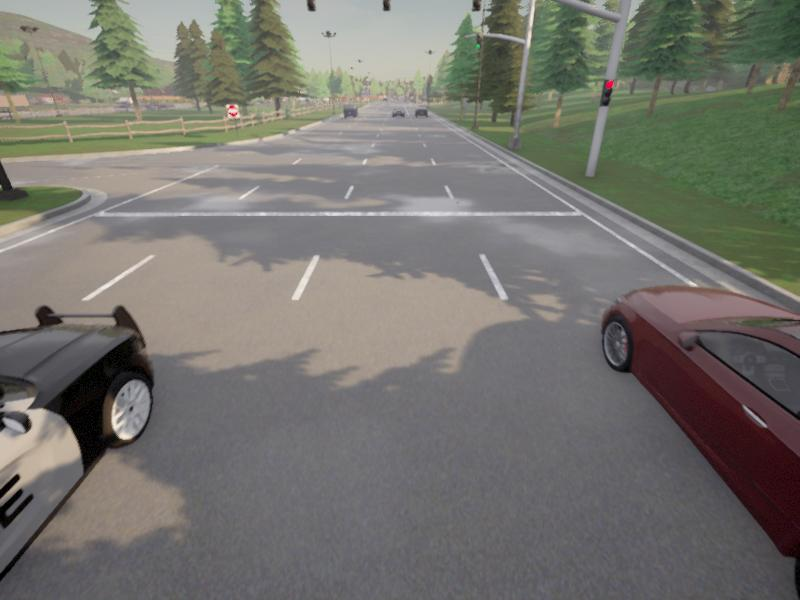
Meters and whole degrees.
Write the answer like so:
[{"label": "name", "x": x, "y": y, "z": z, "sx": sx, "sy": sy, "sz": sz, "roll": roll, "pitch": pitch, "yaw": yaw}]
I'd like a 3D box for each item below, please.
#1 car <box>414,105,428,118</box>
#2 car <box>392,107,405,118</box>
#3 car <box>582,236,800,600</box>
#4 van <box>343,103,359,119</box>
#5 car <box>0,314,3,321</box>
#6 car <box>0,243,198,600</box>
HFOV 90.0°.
[{"label": "car", "x": 3.279, "y": -29.464, "z": 62.380, "sx": 1.930, "sy": 1.638, "sz": 5.238, "roll": 0, "pitch": 27, "yaw": 0}, {"label": "car", "x": -0.218, "y": -28.925, "z": 61.711, "sx": 1.895, "sy": 1.301, "sz": 4.718, "roll": 0, "pitch": 27, "yaw": 0}, {"label": "car", "x": 3.507, "y": 0.897, "z": 3.304, "sx": 1.812, "sy": 1.442, "sz": 4.674, "roll": 0, "pitch": 27, "yaw": 0}, {"label": "van", "x": -7.208, "y": -27.917, "z": 59.022, "sx": 1.775, "sy": 1.987, "sz": 4.442, "roll": 0, "pitch": 27, "yaw": 0}, {"label": "car", "x": -6.995, "y": 0.523, "z": 3.603, "sx": 1.932, "sy": 1.855, "sz": 4.605, "roll": 0, "pitch": 27, "yaw": 0}, {"label": "car", "x": -3.490, "y": 1.316, "z": 2.299, "sx": 1.930, "sy": 1.638, "sz": 5.238, "roll": 0, "pitch": 27, "yaw": 0}]
